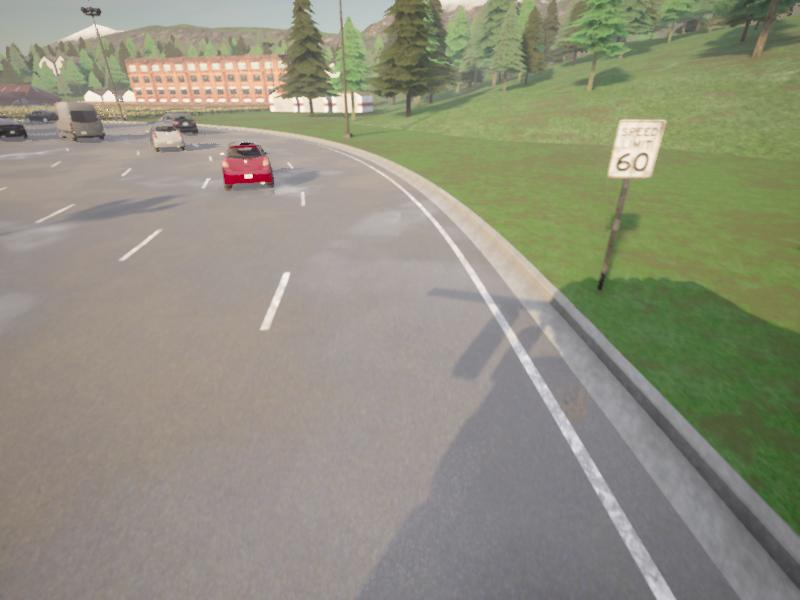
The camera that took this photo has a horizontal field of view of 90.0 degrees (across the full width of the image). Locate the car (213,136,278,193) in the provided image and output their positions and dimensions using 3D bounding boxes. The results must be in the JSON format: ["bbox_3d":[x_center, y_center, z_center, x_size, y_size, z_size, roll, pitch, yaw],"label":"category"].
[{"bbox_3d":[-5.862,-5.279,15.264,1.845,1.501,3.633,-9,29,-17],"label":"car"}]

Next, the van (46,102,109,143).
[{"bbox_3d":[-24.504,-13.509,30.314,5.915,2.561,1.988,23,34,37],"label":"van"}]

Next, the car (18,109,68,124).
[{"bbox_3d":[-44.150,-22.722,49.519,4.892,1.490,1.837,7,28,15],"label":"car"}]

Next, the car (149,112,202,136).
[{"bbox_3d":[-19.634,-15.417,34.936,4.611,1.667,2.242,22,34,37],"label":"car"}]

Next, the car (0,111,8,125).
[{"bbox_3d":[-50.171,-21.813,47.864,4.902,1.511,2.128,7,28,15],"label":"car"}]

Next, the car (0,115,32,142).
[{"bbox_3d":[-30.994,-13.374,31.083,5.238,1.638,1.930,18,32,31],"label":"car"}]

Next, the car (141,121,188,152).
[{"bbox_3d":[-14.801,-10.313,25.124,1.845,1.501,3.633,-17,32,-30],"label":"car"}]
